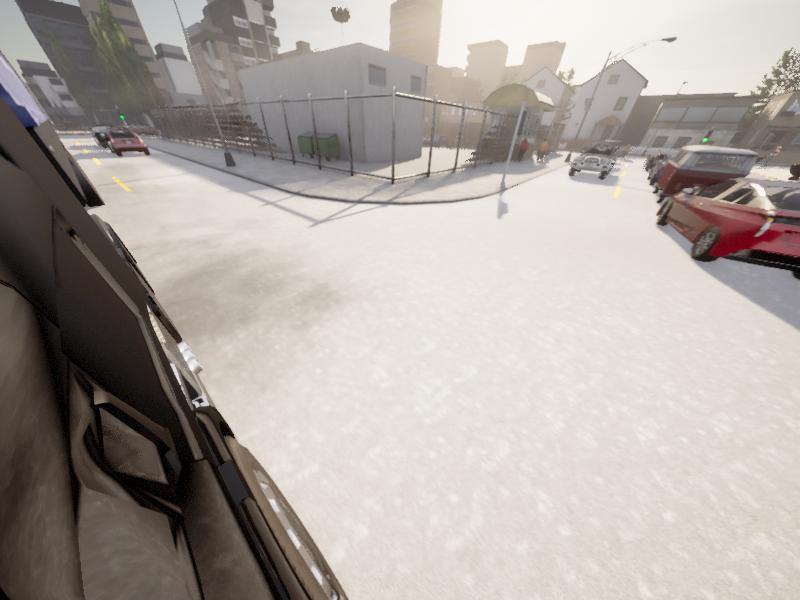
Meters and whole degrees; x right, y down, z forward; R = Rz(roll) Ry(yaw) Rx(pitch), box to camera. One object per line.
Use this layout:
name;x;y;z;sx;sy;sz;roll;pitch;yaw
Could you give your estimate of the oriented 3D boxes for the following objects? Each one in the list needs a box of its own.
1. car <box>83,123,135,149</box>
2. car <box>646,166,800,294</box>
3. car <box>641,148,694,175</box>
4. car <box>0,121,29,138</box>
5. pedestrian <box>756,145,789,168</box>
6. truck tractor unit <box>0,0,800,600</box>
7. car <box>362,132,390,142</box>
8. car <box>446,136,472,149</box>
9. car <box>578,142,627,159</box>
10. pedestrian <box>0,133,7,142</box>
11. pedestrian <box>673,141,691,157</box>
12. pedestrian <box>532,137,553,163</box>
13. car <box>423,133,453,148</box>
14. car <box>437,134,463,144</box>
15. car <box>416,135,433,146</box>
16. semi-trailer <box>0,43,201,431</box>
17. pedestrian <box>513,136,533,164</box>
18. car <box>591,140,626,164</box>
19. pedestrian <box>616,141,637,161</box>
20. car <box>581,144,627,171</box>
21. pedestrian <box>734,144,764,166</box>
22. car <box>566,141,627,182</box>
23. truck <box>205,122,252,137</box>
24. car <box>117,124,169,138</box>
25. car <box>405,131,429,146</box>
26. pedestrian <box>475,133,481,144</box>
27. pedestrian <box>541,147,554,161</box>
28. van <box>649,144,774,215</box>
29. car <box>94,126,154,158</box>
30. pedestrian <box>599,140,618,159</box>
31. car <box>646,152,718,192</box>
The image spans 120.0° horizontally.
car;-26.456;-14.941;20.999;5.238;1.638;1.930;27;43;29
car;8.041;-1.944;5.376;2.007;1.525;4.514;21;40;23
car;22.089;-11.706;19.338;2.163;1.488;4.792;27;43;30
car;-44.987;-18.758;25.312;4.193;1.474;1.816;-25;44;-32
pedestrian;37.149;-14.290;23.076;0.751;1.860;0.751;23;41;26
truck tractor unit;-2.645;-0.295;0.351;6.516;4.208;3.053;28;44;30
car;-4.422;-30.374;43.080;2.033;1.415;5.357;28;43;30
car;8.767;-23.464;34.351;1.816;1.474;4.193;28;43;30
car;26.846;-20.096;30.892;2.128;1.511;4.902;-1;37;-5
pedestrian;-34.898;-14.475;19.525;0.751;1.860;0.751;-24;44;-31
pedestrian;40.414;-21.606;33.140;0.751;1.860;0.751;20;40;22
pedestrian;12.596;-13.298;20.450;0.751;1.860;0.751;-23;43;-30
car;5.868;-24.470;35.442;2.242;1.667;4.611;28;43;30
car;10.530;-33.755;48.482;4.892;1.490;1.837;27;43;30
car;3.842;-24.975;36.191;1.481;1.379;2.207;28;43;30
semi-trailer;-8.702;-3.576;4.261;14.254;4.402;2.717;28;44;30
pedestrian;10.094;-12.334;19.016;0.751;1.860;0.751;30;45;32
car;21.589;-15.375;23.920;1.905;1.878;3.866;27;43;29
pedestrian;25.730;-16.949;26.250;0.751;1.860;0.751;-17;41;-24
car;17.409;-12.220;19.661;2.033;1.649;4.856;28;44;31
pedestrian;36.383;-15.107;24.137;0.751;1.860;0.751;24;42;27
car;12.758;-9.077;14.967;1.932;1.855;4.605;29;44;32
truck;-31.985;-31.996;43.347;2.390;2.098;6.274;27;43;30
car;-37.122;-24.500;33.505;1.812;1.442;4.674;28;43;30
car;2.750;-26.392;37.695;1.905;1.878;3.866;28;43;30
pedestrian;15.844;-32.856;47.026;0.751;1.860;0.751;4;37;2
pedestrian;14.032;-13.916;21.999;0.500;1.100;0.500;-11;39;-18
van;12.307;-5.201;9.613;1.775;1.987;4.442;27;43;30
car;-19.884;-11.431;16.638;3.988;1.617;1.851;28;43;30
pedestrian;24.756;-17.907;27.492;0.751;1.860;0.751;12;38;13
car;15.939;-7.504;13.345;1.816;1.474;4.193;28;43;30
